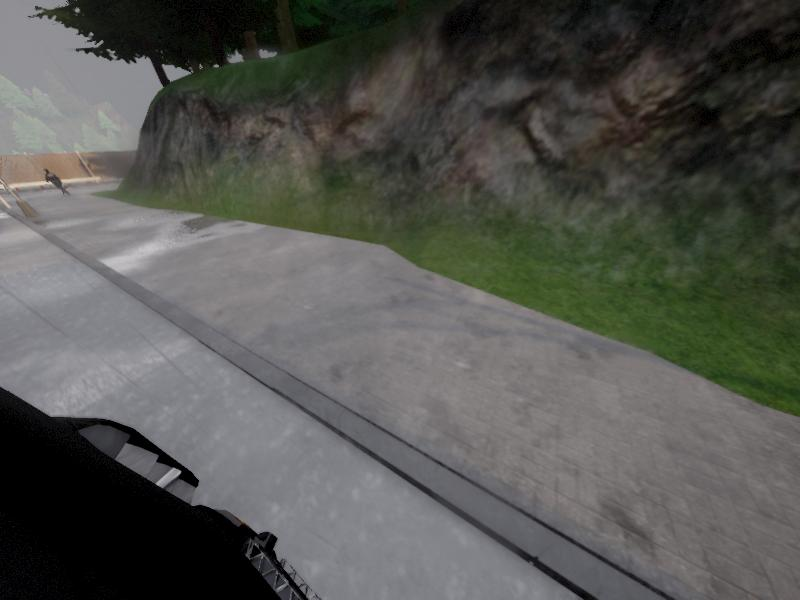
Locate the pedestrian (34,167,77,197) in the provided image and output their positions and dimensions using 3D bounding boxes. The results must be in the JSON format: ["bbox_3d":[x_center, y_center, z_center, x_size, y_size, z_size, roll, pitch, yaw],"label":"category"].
[{"bbox_3d":[-25.258,-8.654,16.966,0.751,1.860,0.751,7,35,15],"label":"pedestrian"}]

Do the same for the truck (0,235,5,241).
[{"bbox_3d":[-17.444,-3.170,8.170,6.274,2.098,2.390,16,38,26],"label":"truck"}]
